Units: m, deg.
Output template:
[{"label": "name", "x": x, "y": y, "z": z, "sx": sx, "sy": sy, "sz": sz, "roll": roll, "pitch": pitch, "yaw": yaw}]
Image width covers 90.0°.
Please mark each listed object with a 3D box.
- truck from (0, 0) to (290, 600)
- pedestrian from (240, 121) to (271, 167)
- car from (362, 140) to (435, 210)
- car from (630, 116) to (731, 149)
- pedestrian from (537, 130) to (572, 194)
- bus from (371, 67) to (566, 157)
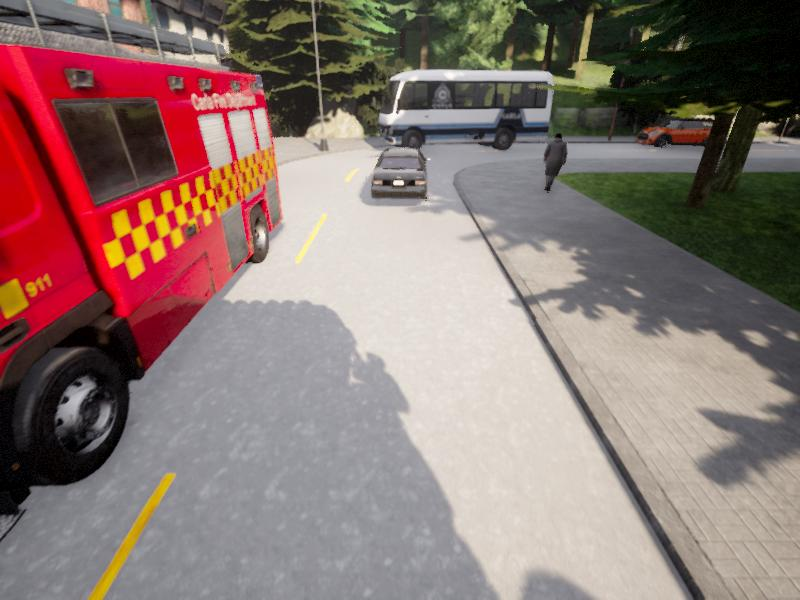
[{"label": "truck", "x": -4.094, "y": -1.385, "z": 5.125, "sx": 2.891, "sy": 3.827, "sz": 8.468, "roll": 0, "pitch": 27, "yaw": -1}, {"label": "pedestrian", "x": -6.424, "y": -6.986, "z": 17.904, "sx": 0.751, "sy": 1.860, "sz": 0.751, "roll": 7, "pitch": 28, "yaw": 13}, {"label": "car", "x": 0.079, "y": -4.512, "z": 13.871, "sx": 2.033, "sy": 1.411, "sz": 5.357, "roll": 1, "pitch": 27, "yaw": 2}, {"label": "car", "x": 17.735, "y": -10.720, "z": 25.498, "sx": 4.553, "sy": 1.767, "sz": 2.097, "roll": 0, "pitch": 27, "yaw": 0}, {"label": "pedestrian", "x": 5.024, "y": -4.526, "z": 13.107, "sx": 0.751, "sy": 1.860, "sz": 0.751, "roll": 8, "pitch": 28, "yaw": 16}, {"label": "bus", "x": 3.766, "y": -11.217, "z": 23.793, "sx": 10.273, "sy": 4.253, "sz": 3.944, "roll": -7, "pitch": 28, "yaw": -12}]
